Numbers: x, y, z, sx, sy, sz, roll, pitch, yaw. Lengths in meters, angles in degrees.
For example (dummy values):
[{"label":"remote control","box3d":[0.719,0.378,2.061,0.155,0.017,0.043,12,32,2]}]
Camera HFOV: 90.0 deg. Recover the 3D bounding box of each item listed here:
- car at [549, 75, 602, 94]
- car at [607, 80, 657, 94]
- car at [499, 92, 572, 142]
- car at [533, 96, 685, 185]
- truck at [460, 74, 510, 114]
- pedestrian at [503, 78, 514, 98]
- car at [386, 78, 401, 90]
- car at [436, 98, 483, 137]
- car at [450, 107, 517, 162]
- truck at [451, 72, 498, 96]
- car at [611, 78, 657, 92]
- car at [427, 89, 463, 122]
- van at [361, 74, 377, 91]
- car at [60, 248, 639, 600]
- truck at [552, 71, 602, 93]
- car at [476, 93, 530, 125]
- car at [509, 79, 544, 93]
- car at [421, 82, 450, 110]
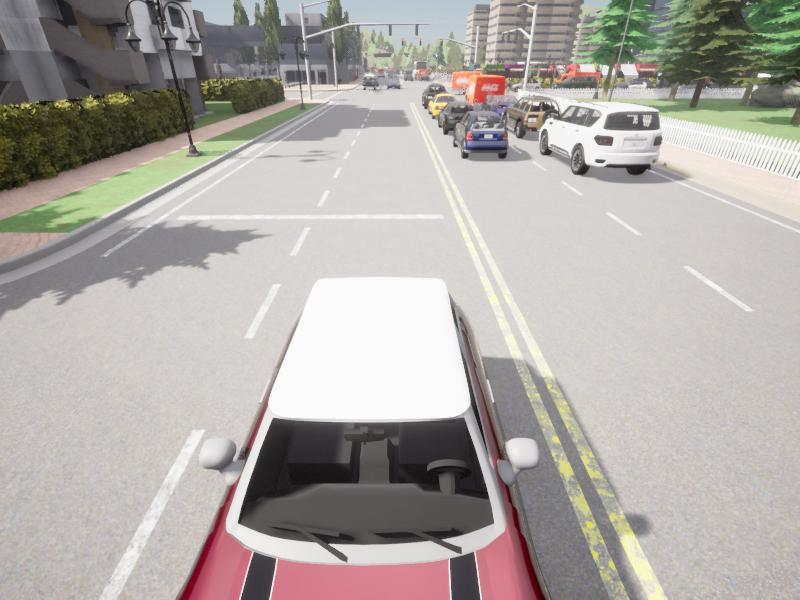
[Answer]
[{"label":"car","box3d":[22.422,-27.628,51.316,5.566,2.045,2.150,-1,30,-2]},{"label":"car","box3d":[29.868,-27.542,51.683,4.974,1.542,2.038,-1,30,-2]},{"label":"car","box3d":[6.584,-9.309,20.104,1.932,1.855,4.605,0,30,-1]},{"label":"car","box3d":[6.667,-5.726,13.800,2.150,2.045,5.566,0,30,-1]},{"label":"truck","box3d":[6.433,-16.072,31.101,2.627,2.467,5.204,0,30,-1]},{"label":"pedestrian","box3d":[11.212,-21.985,41.484,0.751,1.860,0.751,3,30,5]},{"label":"car","box3d":[-0.957,-32.617,60.422,2.163,1.488,4.792,0,30,-1]},{"label":"car","box3d":[3.066,-9.828,21.392,1.816,1.474,4.193,0,30,-1]},{"label":"car","box3d":[3.142,-6.676,15.916,1.789,1.549,3.705,0,30,-1]},{"label":"truck","box3d":[8.997,-26.125,48.317,5.204,2.467,2.627,7,31,12]},{"label":"car","box3d":[31.963,-29.397,54.745,4.856,1.649,2.033,-1,30,-2]},{"label":"car","box3d":[2.986,-13.395,27.396,1.801,1.575,5.366,0,30,-1]},{"label":"van","box3d":[-4.422,-31.338,57.678,2.069,2.038,4.480,0,30,-1]},{"label":"car","box3d":[-0.172,1.064,2.755,1.970,1.475,3.806,0,30,0]},{"label":"truck","box3d":[23.860,-29.599,54.285,5.204,2.467,2.627,-1,30,-2]},{"label":"car","box3d":[6.507,-12.430,25.843,2.163,1.488,4.792,0,30,-1]},{"label":"car","box3d":[17.072,-29.143,54.347,3.988,1.617,1.851,0,30,0]},{"label":"car","box3d":[2.905,-17.075,33.404,1.932,1.855,4.605,0,30,-1]}]
